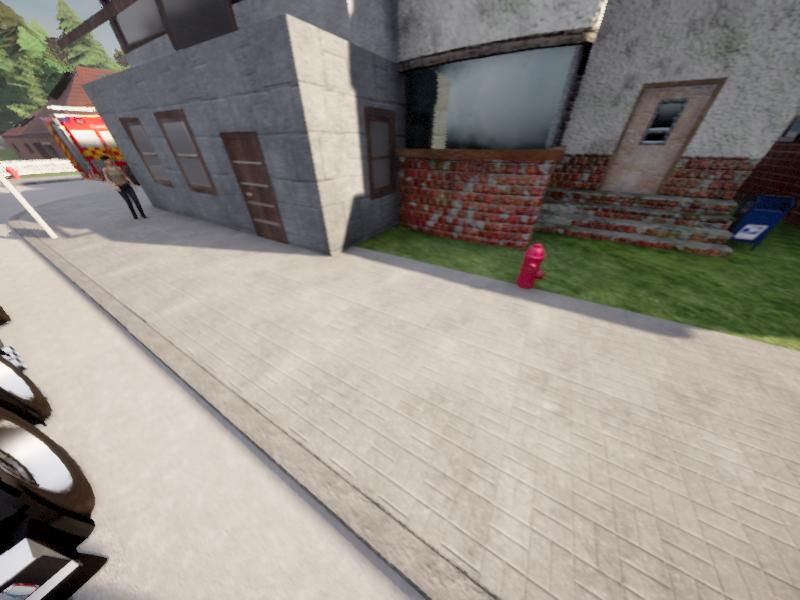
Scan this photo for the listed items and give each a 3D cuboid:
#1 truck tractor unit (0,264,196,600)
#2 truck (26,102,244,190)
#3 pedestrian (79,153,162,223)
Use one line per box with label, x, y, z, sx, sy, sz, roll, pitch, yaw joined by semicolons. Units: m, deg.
truck tractor unit;-5.111;-0.299;0.790;6.516;4.208;3.053;18;39;24
truck;-16.321;-10.380;15.730;2.891;3.827;8.468;16;38;22
pedestrian;-8.653;-3.494;7.243;0.751;1.860;0.751;18;39;25
